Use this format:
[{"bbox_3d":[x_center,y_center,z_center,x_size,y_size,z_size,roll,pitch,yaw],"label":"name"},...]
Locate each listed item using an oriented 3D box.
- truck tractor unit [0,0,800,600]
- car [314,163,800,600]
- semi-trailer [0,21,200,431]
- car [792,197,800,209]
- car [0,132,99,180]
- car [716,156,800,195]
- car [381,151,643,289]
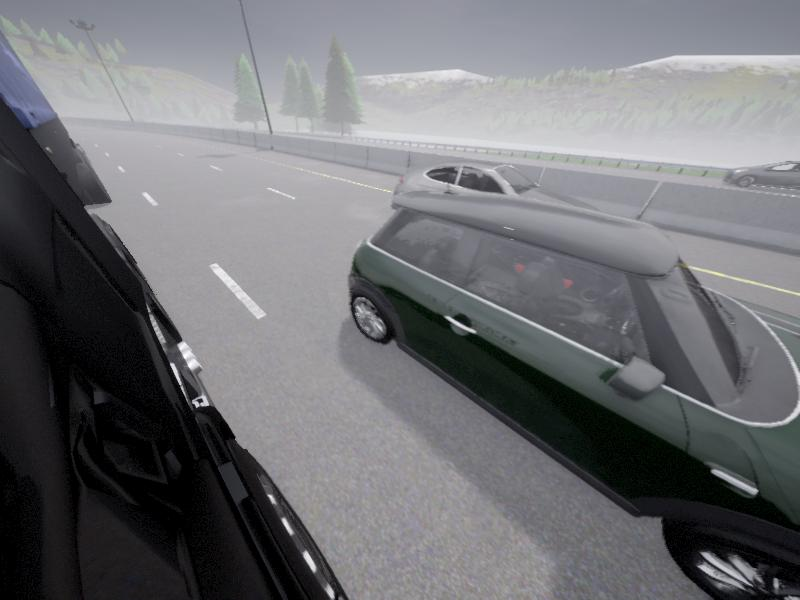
[{"bbox_3d":[-2.645,-0.295,0.352,6.516,4.208,3.053,28,44,30],"label":"truck tractor unit"},{"bbox_3d":[1.536,0.049,2.199,4.553,1.767,2.097,30,44,31],"label":"car"},{"bbox_3d":[-8.597,-3.682,4.311,14.254,4.402,2.717,29,44,31],"label":"semi-trailer"},{"bbox_3d":[19.303,-3.865,8.754,3.988,1.617,1.851,30,44,31],"label":"car"},{"bbox_3d":[-15.427,-6.541,10.282,4.718,1.301,1.895,30,45,31],"label":"car"},{"bbox_3d":[22.946,-7.390,13.763,4.514,1.525,2.007,30,44,31],"label":"car"},{"bbox_3d":[2.092,-2.378,5.616,5.027,1.651,2.152,30,44,31],"label":"car"}]
